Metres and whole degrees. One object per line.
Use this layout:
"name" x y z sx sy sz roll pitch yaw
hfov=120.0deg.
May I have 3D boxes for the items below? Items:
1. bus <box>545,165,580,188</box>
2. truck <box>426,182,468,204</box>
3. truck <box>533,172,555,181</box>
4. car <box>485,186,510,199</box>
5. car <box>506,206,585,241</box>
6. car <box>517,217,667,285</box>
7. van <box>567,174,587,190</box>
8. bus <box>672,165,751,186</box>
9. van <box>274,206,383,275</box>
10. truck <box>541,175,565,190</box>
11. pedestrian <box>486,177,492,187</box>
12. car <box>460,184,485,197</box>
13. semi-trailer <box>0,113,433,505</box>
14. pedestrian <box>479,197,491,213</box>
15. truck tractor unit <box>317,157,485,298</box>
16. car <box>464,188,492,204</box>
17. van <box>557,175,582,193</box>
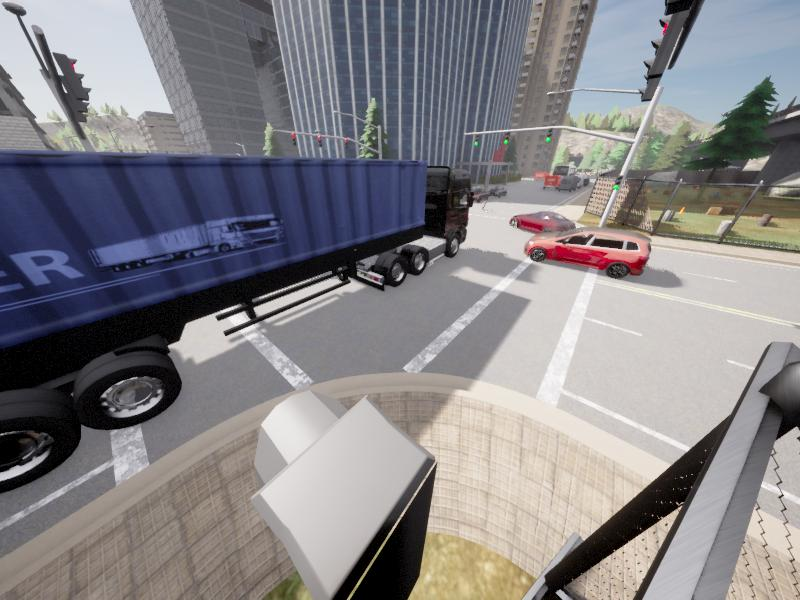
"bus" 36.990 -28.217 52.516 3.944 4.253 10.273 23 37 34
"truck" 6.327 -14.354 30.659 2.390 2.098 6.274 23 37 34
"truck" 46.412 -39.916 74.668 5.204 2.467 2.627 23 37 34
"car" 14.654 -16.286 34.735 1.994 1.385 4.181 22 37 33
"car" 9.788 -5.447 16.026 1.994 1.385 4.181 -10 32 -17
"car" 8.359 -2.468 10.590 4.611 1.667 2.242 23 37 33
"van" 36.526 -24.377 47.580 1.988 2.561 5.915 23 37 34
"bus" 75.822 -30.688 56.898 10.273 4.253 3.944 23 37 34
"van" -3.175 -3.154 11.370 2.069 2.038 4.480 22 37 33
"truck" 30.920 -23.734 46.528 2.627 2.467 5.204 23 37 34
"pedestrian" 19.475 -25.945 50.618 0.751 1.860 0.751 22 37 33
"car" 11.378 -17.082 36.037 1.812 1.442 4.674 23 37 34
"semi-trailer" -4.549 -0.698 4.694 2.717 4.402 14.254 23 37 34
"pedestrian" 8.347 -9.312 22.676 0.751 1.300 0.751 13 32 21
"truck tractor unit" 0.524 -3.628 10.009 3.053 4.208 6.516 23 37 34
"car" 10.164 -13.647 30.058 1.816 1.474 4.193 23 37 34
"van" 30.940 -21.257 42.174 1.988 2.561 5.915 25 39 37
